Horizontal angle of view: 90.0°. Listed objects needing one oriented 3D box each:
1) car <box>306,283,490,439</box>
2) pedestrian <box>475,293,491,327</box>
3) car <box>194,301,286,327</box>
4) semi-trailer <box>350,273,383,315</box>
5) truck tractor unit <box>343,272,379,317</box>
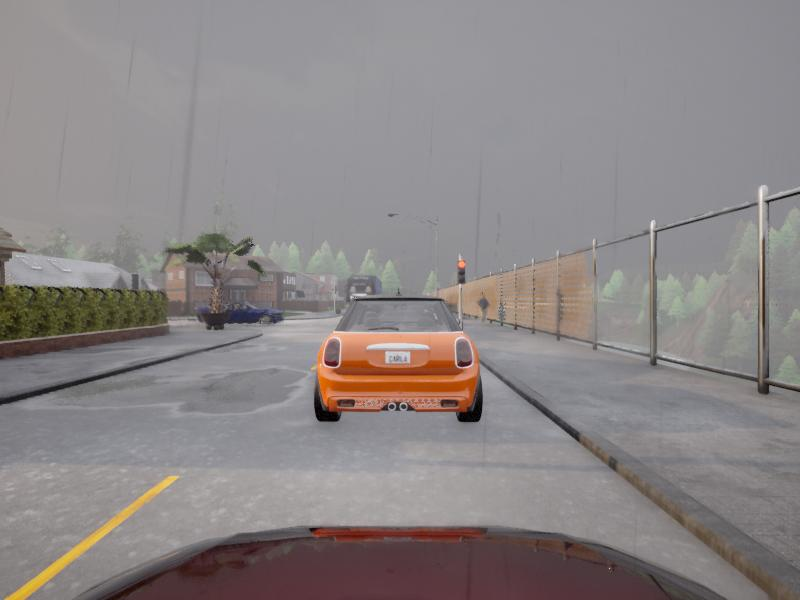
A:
[{"bbox_3d":[-0.001,0.694,6.836,2.097,1.767,4.553,0,0,1],"label":"car"},{"bbox_3d":[4.571,0.533,22.037,0.751,1.860,0.751,0,0,1],"label":"pedestrian"},{"bbox_3d":[-9.853,0.823,24.957,5.008,1.535,1.882,0,0,-4],"label":"car"},{"bbox_3d":[-3.773,-0.619,48.528,2.717,4.402,14.254,0,0,0],"label":"semi-trailer"},{"bbox_3d":[-3.805,-0.515,40.611,3.053,4.208,6.516,0,0,0],"label":"truck tractor unit"}]
